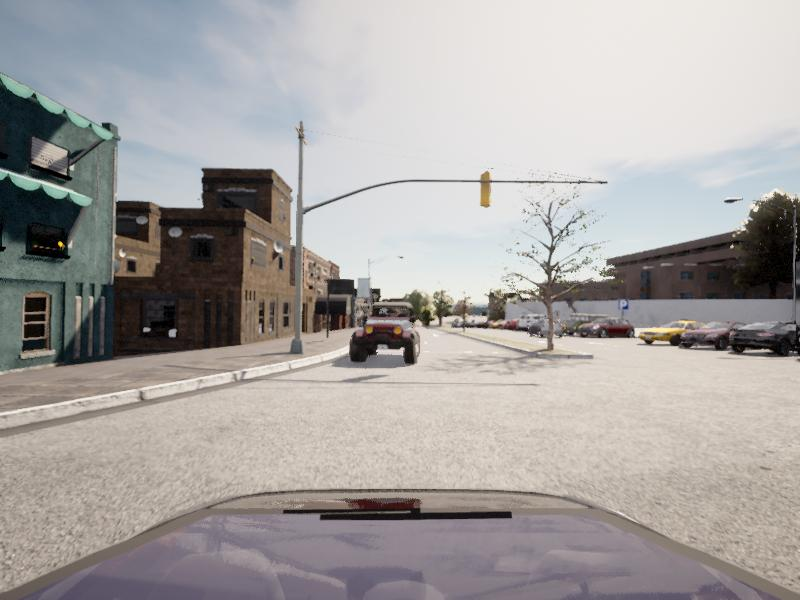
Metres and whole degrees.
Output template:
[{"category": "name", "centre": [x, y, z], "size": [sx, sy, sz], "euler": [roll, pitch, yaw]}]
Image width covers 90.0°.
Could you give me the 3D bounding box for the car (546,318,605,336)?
[{"category": "car", "centre": [17.025, 2.627, 38.793], "size": [5.366, 1.575, 1.946], "euler": [3, -3, -20]}]

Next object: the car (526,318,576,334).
[{"category": "car", "centre": [16.842, 2.906, 44.673], "size": [5.008, 1.535, 2.097], "euler": [3, -3, -20]}]

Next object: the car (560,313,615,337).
[{"category": "car", "centre": [16.759, 2.252, 35.716], "size": [4.442, 1.987, 1.878], "euler": [3, -3, -20]}]

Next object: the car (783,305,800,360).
[{"category": "car", "centre": [16.808, 1.273, 14.892], "size": [4.442, 1.987, 1.878], "euler": [3, -3, -20]}]

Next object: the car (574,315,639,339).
[{"category": "car", "centre": [16.901, 2.219, 32.789], "size": [4.553, 1.767, 2.185], "euler": [3, -3, -20]}]

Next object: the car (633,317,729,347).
[{"category": "car", "centre": [16.716, 1.912, 23.783], "size": [5.366, 1.575, 1.946], "euler": [3, -3, -20]}]

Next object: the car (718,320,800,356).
[{"category": "car", "centre": [16.898, 1.684, 17.900], "size": [4.674, 1.452, 2.002], "euler": [3, -3, -20]}]

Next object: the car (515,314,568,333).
[{"category": "car", "centre": [16.861, 2.802, 47.673], "size": [5.566, 2.045, 2.435], "euler": [3, -3, -20]}]

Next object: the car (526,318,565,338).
[{"category": "car", "centre": [11.799, 2.265, 32.727], "size": [1.845, 1.501, 3.633], "euler": [1, -3, 0]}]

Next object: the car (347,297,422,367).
[{"category": "car", "centre": [-0.313, 0.980, 12.999], "size": [1.905, 1.878, 3.866], "euler": [1, -3, 6]}]

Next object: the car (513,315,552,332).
[{"category": "car", "centre": [16.721, 2.975, 50.590], "size": [4.442, 1.987, 1.878], "euler": [3, -3, -20]}]

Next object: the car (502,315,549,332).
[{"category": "car", "centre": [16.796, 3.113, 53.590], "size": [5.566, 2.045, 2.435], "euler": [3, -3, -20]}]

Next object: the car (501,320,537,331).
[{"category": "car", "centre": [16.809, 3.569, 56.562], "size": [4.674, 1.452, 2.002], "euler": [3, -3, -20]}]

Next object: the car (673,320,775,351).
[{"category": "car", "centre": [16.898, 1.823, 20.871], "size": [4.674, 1.452, 2.002], "euler": [3, -3, -20]}]
